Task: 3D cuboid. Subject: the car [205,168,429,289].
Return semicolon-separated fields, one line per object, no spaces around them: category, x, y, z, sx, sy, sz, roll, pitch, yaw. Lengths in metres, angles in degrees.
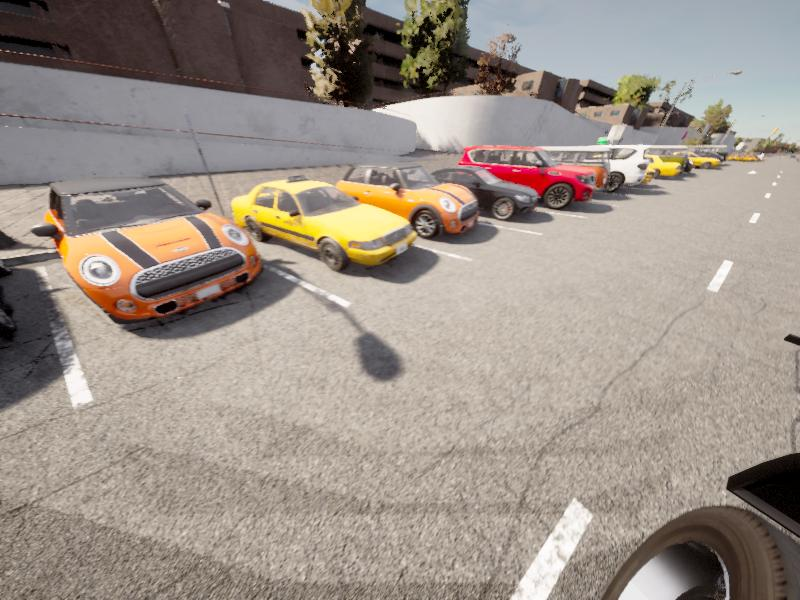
car;-2.170;-2.146;5.651;5.366;1.575;1.946;21;40;29

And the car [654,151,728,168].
car;31.814;-15.585;25.561;4.674;1.452;2.002;21;39;28

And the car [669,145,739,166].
car;36.791;-17.668;28.197;4.442;1.987;1.878;21;39;28

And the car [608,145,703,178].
car;19.716;-11.015;18.257;4.442;1.987;1.878;21;39;28

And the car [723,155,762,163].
car;84.342;-34.909;56.980;4.792;1.488;2.163;22;39;28

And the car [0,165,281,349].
car;-4.790;-1.328;4.289;4.553;1.767;2.185;21;40;29

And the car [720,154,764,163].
car;79.639;-33.081;53.943;5.366;1.575;1.946;22;38;28

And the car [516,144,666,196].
car;9.838;-7.268;12.630;5.566;2.045;2.435;21;40;28

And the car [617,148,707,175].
car;22.033;-11.929;19.802;4.553;1.767;2.185;21;39;28

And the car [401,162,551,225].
car;2.547;-4.123;8.560;4.674;1.452;2.002;21;40;28

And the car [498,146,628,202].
car;7.520;-6.242;11.169;4.442;1.987;1.878;21;39;28

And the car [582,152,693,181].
car;17.023;-9.972;17.098;5.366;1.575;1.946;21;40;28

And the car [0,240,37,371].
car;-7.197;-0.219;2.946;5.008;1.535;2.097;21;41;29

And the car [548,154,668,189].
car;12.299;-8.011;14.180;5.008;1.535;2.097;21;39;28

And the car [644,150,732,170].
car;29.528;-14.610;24.028;5.366;1.575;1.946;21;39;28

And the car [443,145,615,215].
car;5.013;-5.326;9.790;5.566;2.045;2.435;21;40;28

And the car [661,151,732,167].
car;34.253;-16.530;26.974;4.674;1.452;2.002;21;40;28

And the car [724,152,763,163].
car;82.029;-34.184;55.314;4.442;1.987;1.878;22;38;28

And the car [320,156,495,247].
car;0.086;-3.293;7.080;4.553;1.767;2.185;21;40;29
